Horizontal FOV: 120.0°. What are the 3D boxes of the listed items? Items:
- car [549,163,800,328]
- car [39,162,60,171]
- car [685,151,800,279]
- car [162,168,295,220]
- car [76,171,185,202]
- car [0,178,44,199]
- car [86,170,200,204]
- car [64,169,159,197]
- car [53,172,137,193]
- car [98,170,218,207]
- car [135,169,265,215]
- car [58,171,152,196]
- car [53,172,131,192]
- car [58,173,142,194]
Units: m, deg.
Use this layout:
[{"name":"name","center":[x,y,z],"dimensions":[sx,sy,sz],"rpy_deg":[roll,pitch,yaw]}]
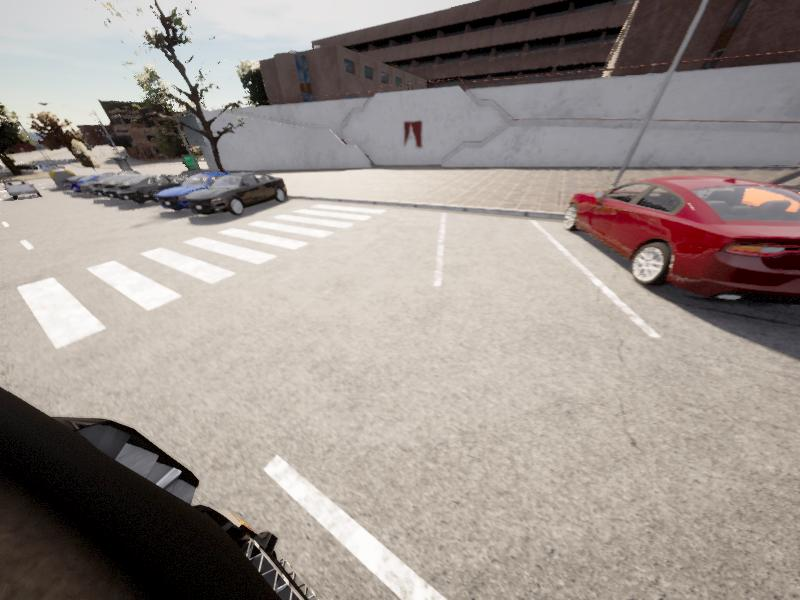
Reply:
[{"name":"car","center":[5.238,-1.658,4.612],"dimensions":[2.097,1.535,5.008],"rpy_deg":[4,34,10]},{"name":"car","center":[-90.191,-34.416,59.455],"dimensions":[3.988,1.617,1.851],"rpy_deg":[19,39,24]},{"name":"car","center":[7.820,-1.044,3.277],"dimensions":[2.185,1.767,4.553],"rpy_deg":[4,34,9]},{"name":"car","center":[-7.616,-5.288,11.154],"dimensions":[2.097,1.535,5.008],"rpy_deg":[4,33,10]},{"name":"car","center":[-20.314,-8.881,17.833],"dimensions":[2.231,1.521,4.892],"rpy_deg":[4,33,12]},{"name":"car","center":[-37.174,-10.961,22.678],"dimensions":[3.633,1.501,1.845],"rpy_deg":[19,39,30]},{"name":"car","center":[-17.801,-8.142,16.462],"dimensions":[2.231,1.521,4.892],"rpy_deg":[4,33,12]},{"name":"car","center":[-25.281,-10.519,20.592],"dimensions":[2.185,1.767,4.553],"rpy_deg":[5,33,13]},{"name":"car","center":[-32.642,-12.753,24.975],"dimensions":[2.231,1.521,4.892],"rpy_deg":[6,33,14]},{"name":"car","center":[-15.272,-7.414,15.109],"dimensions":[2.231,1.521,4.892],"rpy_deg":[4,33,11]},{"name":"car","center":[-10.174,-5.997,12.468],"dimensions":[2.097,1.535,5.008],"rpy_deg":[4,33,10]},{"name":"car","center":[-27.753,-11.169,22.059],"dimensions":[2.097,1.535,5.008],"rpy_deg":[5,33,13]},{"name":"car","center":[-35.050,-13.560,26.509],"dimensions":[2.163,1.488,4.792],"rpy_deg":[6,33,15]},{"name":"car","center":[-30.195,-11.924,23.533],"dimensions":[2.002,1.452,4.674],"rpy_deg":[6,34,14]}]
